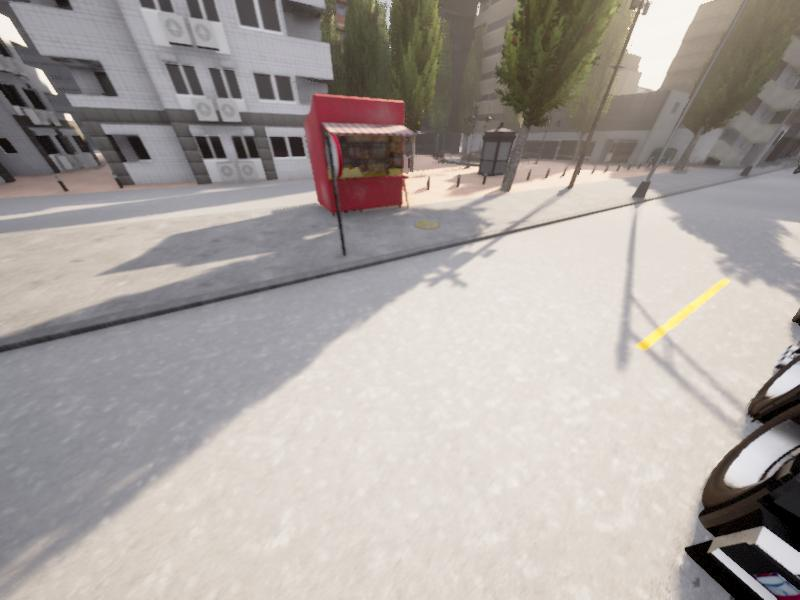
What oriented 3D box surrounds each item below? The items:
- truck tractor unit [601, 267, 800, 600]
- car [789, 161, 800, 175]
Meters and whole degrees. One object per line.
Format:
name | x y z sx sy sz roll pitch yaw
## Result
truck tractor unit | 5.118 -0.294 0.769 6.516 4.208 3.053 -18 39 -24
car | 35.426 -11.396 19.342 4.514 1.525 2.007 -18 39 -24
